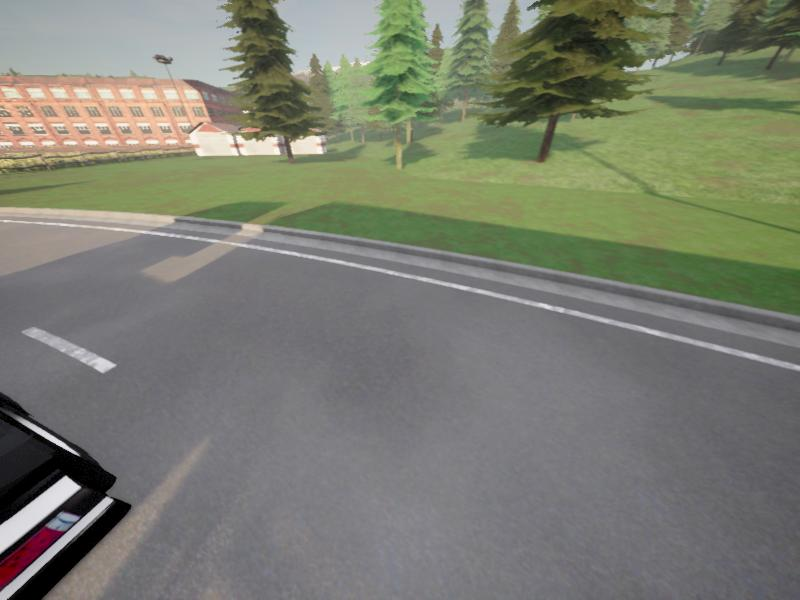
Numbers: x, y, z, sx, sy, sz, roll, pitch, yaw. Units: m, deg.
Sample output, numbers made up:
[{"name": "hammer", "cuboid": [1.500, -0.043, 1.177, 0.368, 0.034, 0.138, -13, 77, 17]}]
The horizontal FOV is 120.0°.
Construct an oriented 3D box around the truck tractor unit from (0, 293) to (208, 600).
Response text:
[{"name": "truck tractor unit", "cuboid": [-5.253, -0.125, 0.548, 6.516, 4.208, 3.053, 12, 37, 17]}]
